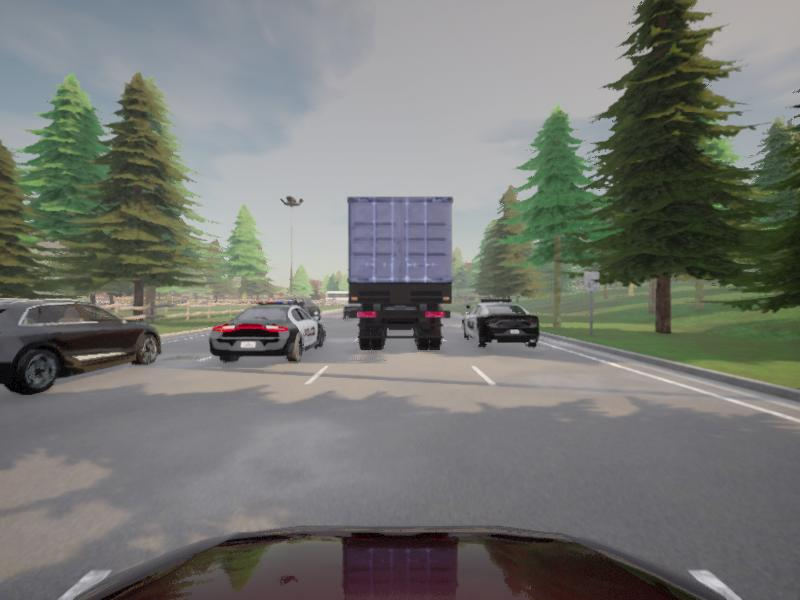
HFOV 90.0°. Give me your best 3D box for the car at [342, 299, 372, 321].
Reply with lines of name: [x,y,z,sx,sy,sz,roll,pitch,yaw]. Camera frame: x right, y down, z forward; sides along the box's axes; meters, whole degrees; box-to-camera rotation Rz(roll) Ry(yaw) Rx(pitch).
car: [-3.500,0.764,33.196,1.930,1.638,5.238,0,0,0]

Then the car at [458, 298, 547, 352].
car: [3.500,0.768,14.784,1.930,1.638,5.238,0,0,0]

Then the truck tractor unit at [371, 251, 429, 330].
truck tractor unit: [0.002,-0.523,24.593,3.053,4.208,6.516,0,0,0]

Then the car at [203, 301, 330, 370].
car: [-3.499,0.825,11.681,2.038,1.542,4.974,0,0,0]

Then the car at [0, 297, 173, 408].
car: [-6.999,0.777,8.126,2.033,1.649,4.856,0,0,0]

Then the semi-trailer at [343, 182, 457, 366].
semi-trailer: [0.006,-0.620,16.679,2.717,4.402,14.254,0,0,0]

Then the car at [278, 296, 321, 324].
car: [-7.000,0.647,28.398,1.932,1.855,4.605,0,0,0]
